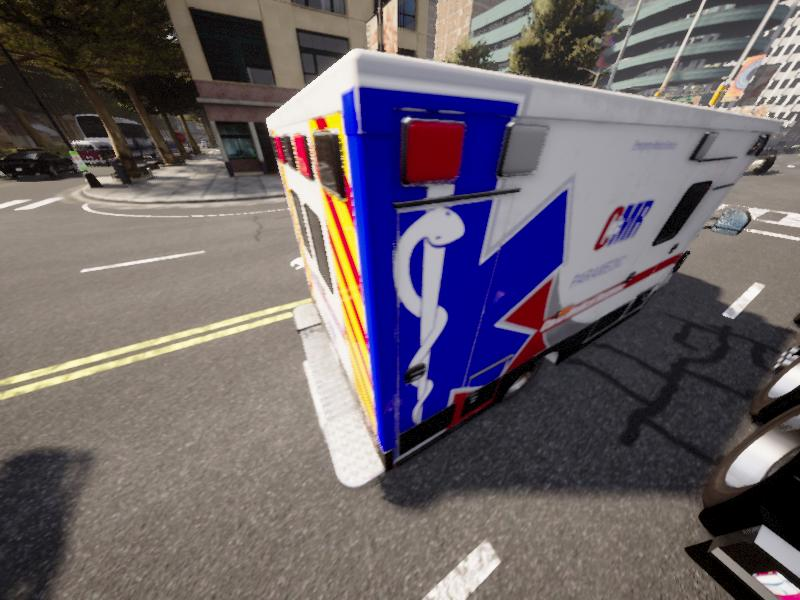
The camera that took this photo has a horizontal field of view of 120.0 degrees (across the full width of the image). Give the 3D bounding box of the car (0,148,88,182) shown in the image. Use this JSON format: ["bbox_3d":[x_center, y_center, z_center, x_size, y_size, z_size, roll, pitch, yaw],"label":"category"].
[{"bbox_3d":[-25.159,-9.636,16.208,1.930,1.638,5.238,-18,39,-24],"label":"car"}]

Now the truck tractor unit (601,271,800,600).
[{"bbox_3d":[5.128,-0.281,0.779,6.516,4.208,3.053,-17,39,-24],"label":"truck tractor unit"}]

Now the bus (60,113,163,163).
[{"bbox_3d":[-34.169,-19.731,28.342,3.944,4.253,10.273,-18,39,-24],"label":"bus"}]

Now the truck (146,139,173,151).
[{"bbox_3d":[-53.613,-34.755,51.640,2.390,2.098,6.274,-18,39,-24],"label":"truck"}]

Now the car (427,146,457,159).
[{"bbox_3d":[6.099,-21.981,34.304,1.812,1.442,4.674,-18,39,-24],"label":"car"}]

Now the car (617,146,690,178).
[{"bbox_3d":[19.695,-10.798,17.975,4.605,1.855,1.932,-18,39,-24],"label":"car"}]

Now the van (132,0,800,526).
[{"bbox_3d":[1.885,-0.835,3.084,6.366,2.431,2.351,-17,39,-24],"label":"van"}]

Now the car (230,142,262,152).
[{"bbox_3d":[-32.601,-32.478,48.973,5.366,1.575,1.801,-18,39,-24],"label":"car"}]

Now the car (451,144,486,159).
[{"bbox_3d":[10.032,-22.096,34.297,2.242,1.667,4.611,-17,39,-24],"label":"car"}]

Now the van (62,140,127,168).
[{"bbox_3d":[-29.796,-14.511,22.819,2.069,2.038,4.480,-18,39,-24],"label":"van"}]

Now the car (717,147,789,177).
[{"bbox_3d":[28.854,-11.390,18.889,4.605,1.855,1.932,-18,39,-23],"label":"car"}]
